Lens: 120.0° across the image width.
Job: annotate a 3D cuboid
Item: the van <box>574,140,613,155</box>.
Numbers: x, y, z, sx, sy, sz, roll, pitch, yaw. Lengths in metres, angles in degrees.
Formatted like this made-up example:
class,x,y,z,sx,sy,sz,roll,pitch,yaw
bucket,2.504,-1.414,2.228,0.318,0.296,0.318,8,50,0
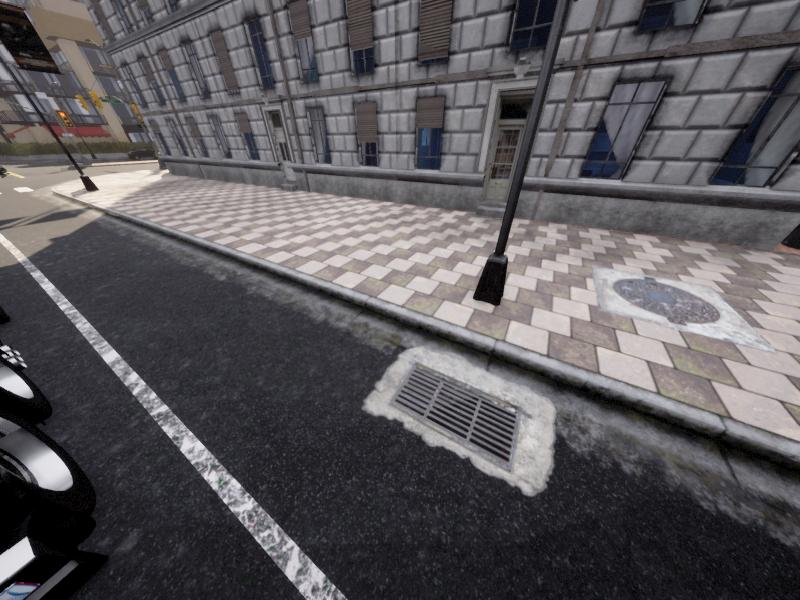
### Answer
class,x,y,z,sx,sy,sz,roll,pitch,yaw
van,31.766,-25.116,38.073,4.442,1.987,1.775,21,40,28

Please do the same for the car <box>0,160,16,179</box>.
class,x,y,z,sx,sy,sz,roll,pitch,yaw
car,-31.225,-8.938,15.736,2.128,1.511,4.902,18,39,24

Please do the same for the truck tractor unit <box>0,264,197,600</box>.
class,x,y,z,sx,sy,sz,roll,pitch,yaw
truck tractor unit,-5.111,-0.300,0.778,6.516,4.208,3.053,18,39,24

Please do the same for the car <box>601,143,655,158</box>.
class,x,y,z,sx,sy,sz,roll,pitch,yaw
car,32.837,-21.680,33.441,5.238,1.638,1.930,27,43,33
